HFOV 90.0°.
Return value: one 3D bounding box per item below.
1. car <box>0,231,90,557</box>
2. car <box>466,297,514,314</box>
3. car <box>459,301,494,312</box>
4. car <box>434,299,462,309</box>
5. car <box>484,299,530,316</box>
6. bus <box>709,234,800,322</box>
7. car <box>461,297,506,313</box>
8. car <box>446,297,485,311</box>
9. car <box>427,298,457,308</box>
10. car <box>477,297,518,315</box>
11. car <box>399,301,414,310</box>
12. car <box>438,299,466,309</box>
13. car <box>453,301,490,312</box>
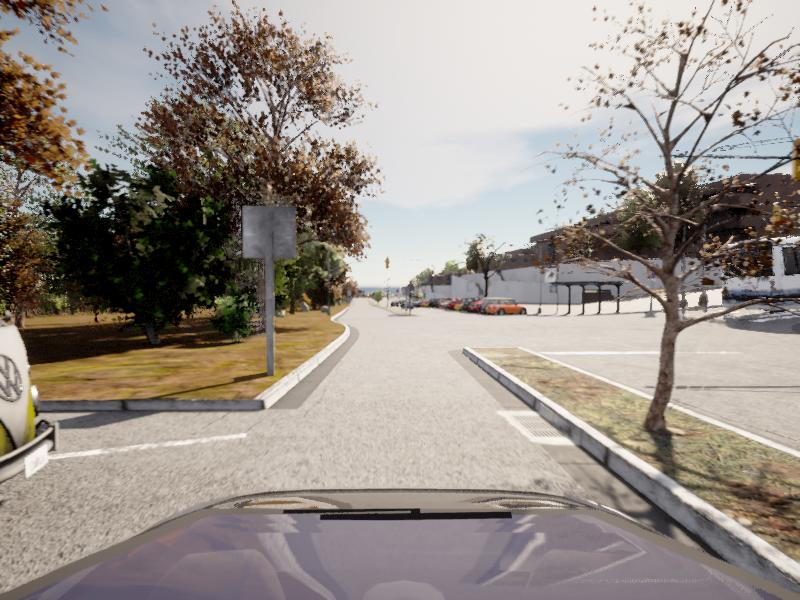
[{"bbox_3d":[-4.685,0.598,2.101,4.442,1.987,1.878,-1,0,-20],"label":"car"},{"bbox_3d":[11.380,0.686,50.448,5.566,2.045,2.435,1,0,-26],"label":"car"},{"bbox_3d":[10.807,0.958,56.454,4.674,1.452,2.002,1,0,-26],"label":"car"},{"bbox_3d":[8.939,0.749,74.357,4.553,1.767,2.185,1,0,-26],"label":"car"},{"bbox_3d":[11.915,0.831,44.457,4.553,1.767,2.185,1,0,-25],"label":"car"},{"bbox_3d":[23.639,-1.541,22.132,10.273,4.253,3.944,-5,2,-5],"label":"bus"},{"bbox_3d":[11.137,0.677,53.475,5.566,2.045,2.435,1,0,-26],"label":"car"},{"bbox_3d":[10.230,0.649,62.443,5.566,2.045,2.435,1,0,-26],"label":"car"},{"bbox_3d":[8.374,0.624,80.358,5.566,2.045,2.435,1,0,-26],"label":"car"},{"bbox_3d":[11.580,0.720,47.416,4.442,1.987,1.878,1,0,-25],"label":"car"},{"bbox_3d":[1.177,0.965,71.733,2.033,1.411,5.357,0,0,-6],"label":"car"},{"bbox_3d":[9.309,0.753,71.394,4.553,1.767,2.185,1,0,-26],"label":"car"},{"bbox_3d":[10.676,0.908,59.524,5.366,1.575,1.946,1,0,-26],"label":"car"}]
